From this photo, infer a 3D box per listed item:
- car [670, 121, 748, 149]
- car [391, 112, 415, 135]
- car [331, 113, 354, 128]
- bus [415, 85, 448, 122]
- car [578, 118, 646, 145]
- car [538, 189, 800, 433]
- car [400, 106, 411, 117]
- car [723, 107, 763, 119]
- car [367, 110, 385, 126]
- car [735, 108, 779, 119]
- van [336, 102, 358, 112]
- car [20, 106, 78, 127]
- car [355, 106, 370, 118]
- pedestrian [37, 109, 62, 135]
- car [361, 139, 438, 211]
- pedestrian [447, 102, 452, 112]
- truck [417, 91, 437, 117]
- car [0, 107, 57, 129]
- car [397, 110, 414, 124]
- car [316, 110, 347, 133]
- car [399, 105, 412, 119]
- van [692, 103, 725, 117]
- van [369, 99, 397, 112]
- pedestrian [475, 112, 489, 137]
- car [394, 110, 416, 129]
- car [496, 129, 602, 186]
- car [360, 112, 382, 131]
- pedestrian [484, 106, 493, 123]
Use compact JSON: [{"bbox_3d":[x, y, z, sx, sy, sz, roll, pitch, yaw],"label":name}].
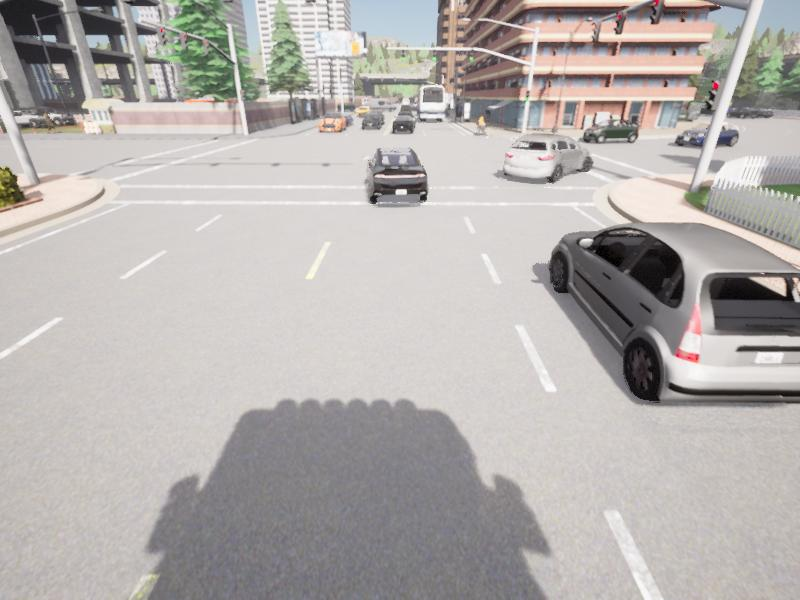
[{"bbox_3d":[20.330,-10.918,26.413,3.806,1.475,1.970,-9,28,-18],"label":"car"},{"bbox_3d":[0.346,-16.495,37.298,1.930,1.638,5.238,2,27,3],"label":"car"},{"bbox_3d":[-6.389,-20.121,44.796,1.895,1.301,4.718,0,27,1],"label":"car"},{"bbox_3d":[4.175,-27.585,56.199,3.944,4.253,10.273,0,27,1],"label":"bus"},{"bbox_3d":[15.026,-12.019,28.487,3.705,1.549,1.789,-5,27,-10],"label":"car"},{"bbox_3d":[3.523,-0.275,5.479,1.851,1.617,3.988,0,27,1],"label":"car"},{"bbox_3d":[0.984,-32.776,69.384,1.801,1.575,5.366,0,27,1],"label":"car"},{"bbox_3d":[51.360,-28.034,60.019,1.837,1.490,4.892,1,27,1],"label":"car"},{"bbox_3d":[-2.839,-21.865,48.005,1.837,1.490,4.892,0,27,1],"label":"car"},{"bbox_3d":[54.906,-28.831,61.691,2.033,1.411,5.357,1,27,1],"label":"car"},{"bbox_3d":[-11.871,-43.479,89.910,4.442,1.987,1.775,1,27,1],"label":"van"},{"bbox_3d":[-36.852,-19.314,42.123,3.866,1.878,1.905,0,27,1],"label":"car"},{"bbox_3d":[-6.075,-30.817,65.540,1.882,1.535,5.008,0,27,1],"label":"car"},{"bbox_3d":[-28.785,-14.623,32.853,0.751,1.860,0.751,3,27,5],"label":"pedestrian"},{"bbox_3d":[-0.218,-4.491,13.850,2.128,1.511,4.902,-3,27,-5],"label":"car"},{"bbox_3d":[10.658,-41.412,85.950,0.751,1.860,0.751,-2,27,-4],"label":"pedestrian"},{"bbox_3d":[4.490,-33.819,68.911,2.891,3.827,8.468,0,27,1],"label":"truck"},{"bbox_3d":[-36.887,-17.980,39.502,3.866,1.878,1.905,0,27,1],"label":"car"},{"bbox_3d":[0.725,-23.845,52.006,2.033,1.411,5.357,0,27,1],"label":"car"},{"bbox_3d":[-6.483,-17.166,38.443,2.097,1.767,4.553,0,27,1],"label":"car"},{"bbox_3d":[0.873,-29.167,61.924,1.905,1.878,3.866,0,27,1],"label":"car"},{"bbox_3d":[51.522,-31.811,66.904,1.775,1.987,4.442,1,27,1],"label":"van"},{"bbox_3d":[-3.757,-43.671,89.636,5.915,2.561,1.988,1,27,1],"label":"van"},{"bbox_3d":[6.804,-14.594,33.272,0.751,1.860,0.751,-2,27,-3],"label":"pedestrian"},{"bbox_3d":[0.576,-19.529,43.226,2.242,1.667,4.611,0,27,1],"label":"car"},{"bbox_3d":[6.362,-6.159,16.923,2.242,1.667,4.611,22,35,38],"label":"car"},{"bbox_3d":[-2.934,-18.594,41.581,1.837,1.490,4.892,0,27,0],"label":"car"},{"bbox_3d":[10.505,-21.963,47.413,0.751,1.860,0.751,1,27,3],"label":"pedestrian"}]
